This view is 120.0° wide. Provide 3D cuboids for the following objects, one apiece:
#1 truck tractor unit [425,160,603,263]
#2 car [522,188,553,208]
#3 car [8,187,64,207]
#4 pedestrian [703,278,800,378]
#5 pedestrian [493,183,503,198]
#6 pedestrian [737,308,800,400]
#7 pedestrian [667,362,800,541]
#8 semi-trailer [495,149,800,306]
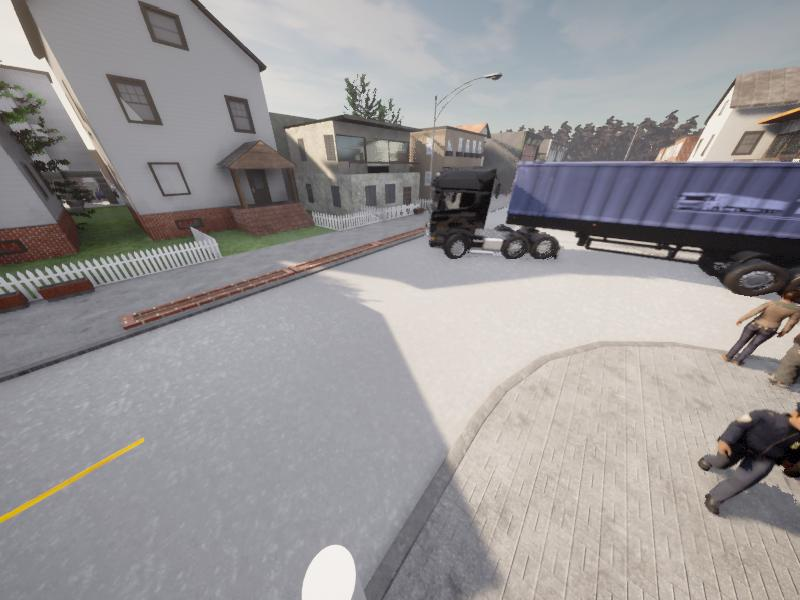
[{"bbox_3d":[4.671,-4.429,11.449,6.516,4.208,3.053,1,30,2],"label":"truck tractor unit"},{"bbox_3d":[16.653,-12.450,27.928,1.930,1.638,5.238,22,37,33],"label":"car"},{"bbox_3d":[-43.673,-12.532,27.911,2.242,1.667,4.611,-23,37,-34],"label":"car"},{"bbox_3d":[7.647,0.595,4.860,0.751,1.860,0.751,-16,34,-26],"label":"pedestrian"},{"bbox_3d":[13.769,-15.403,32.568,0.751,1.860,0.751,24,38,35],"label":"pedestrian"},{"bbox_3d":[7.829,0.895,4.340,0.751,1.860,0.751,-4,30,-7],"label":"pedestrian"},{"bbox_3d":[4.286,1.812,2.752,0.751,1.860,0.751,-23,37,-35],"label":"pedestrian"},{"bbox_3d":[11.746,-2.942,8.669,14.254,4.402,2.717,17,33,26],"label":"semi-trailer"}]
